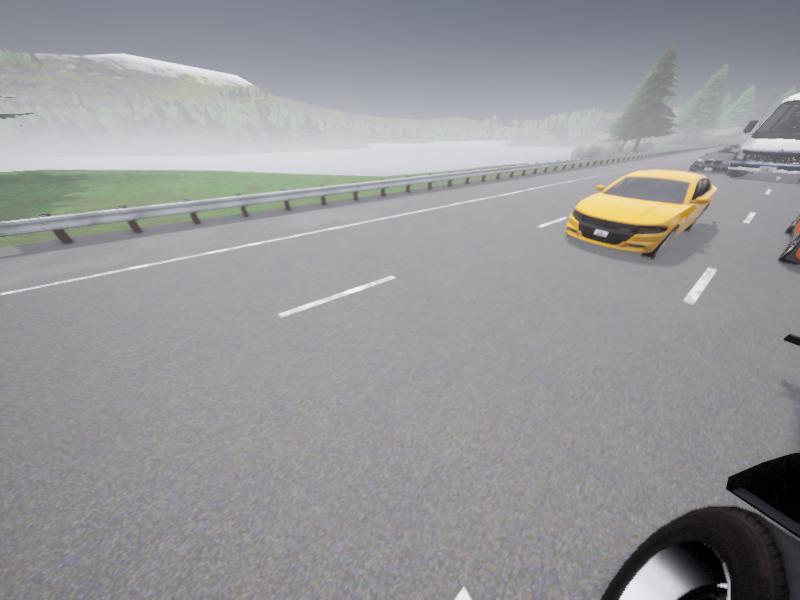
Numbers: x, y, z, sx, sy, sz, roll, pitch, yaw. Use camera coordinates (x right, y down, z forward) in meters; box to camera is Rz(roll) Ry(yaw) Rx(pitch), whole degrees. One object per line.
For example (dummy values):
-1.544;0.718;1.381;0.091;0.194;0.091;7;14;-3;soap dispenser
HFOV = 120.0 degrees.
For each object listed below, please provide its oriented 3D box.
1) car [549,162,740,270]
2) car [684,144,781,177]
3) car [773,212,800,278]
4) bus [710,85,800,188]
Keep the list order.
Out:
6.456;-2.518;6.058;5.008;1.535;1.882;-22;41;-28;car
23.343;-9.958;16.311;4.611;1.667;2.242;-14;38;-18;car
9.891;-1.552;4.441;4.553;1.767;2.097;-22;41;-28;car
25.100;-9.538;13.449;10.273;4.253;3.944;-14;38;-17;bus
